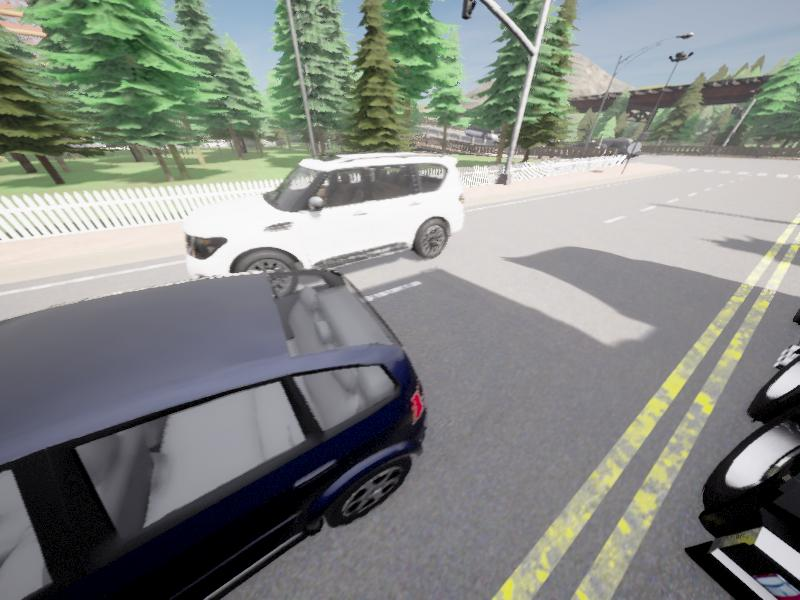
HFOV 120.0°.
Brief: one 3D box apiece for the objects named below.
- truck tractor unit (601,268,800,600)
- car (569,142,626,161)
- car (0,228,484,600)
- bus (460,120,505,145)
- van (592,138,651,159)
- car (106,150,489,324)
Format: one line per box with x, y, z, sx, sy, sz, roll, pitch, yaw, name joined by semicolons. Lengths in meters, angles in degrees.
5.116;-0.296;0.772;6.516;4.208;3.053;-18;39;-24;truck tractor unit
28.314;-21.554;33.420;2.150;2.045;5.566;-21;40;-27;car
-1.666;0.902;1.330;3.705;1.549;1.789;-19;39;-26;car
21.537;-44.427;61.094;3.944;4.253;10.273;-20;47;-27;bus
34.388;-23.733;36.168;1.988;2.561;5.915;-20;40;-27;van
-1.126;-1.833;4.834;5.566;2.045;2.150;-19;39;-26;car
